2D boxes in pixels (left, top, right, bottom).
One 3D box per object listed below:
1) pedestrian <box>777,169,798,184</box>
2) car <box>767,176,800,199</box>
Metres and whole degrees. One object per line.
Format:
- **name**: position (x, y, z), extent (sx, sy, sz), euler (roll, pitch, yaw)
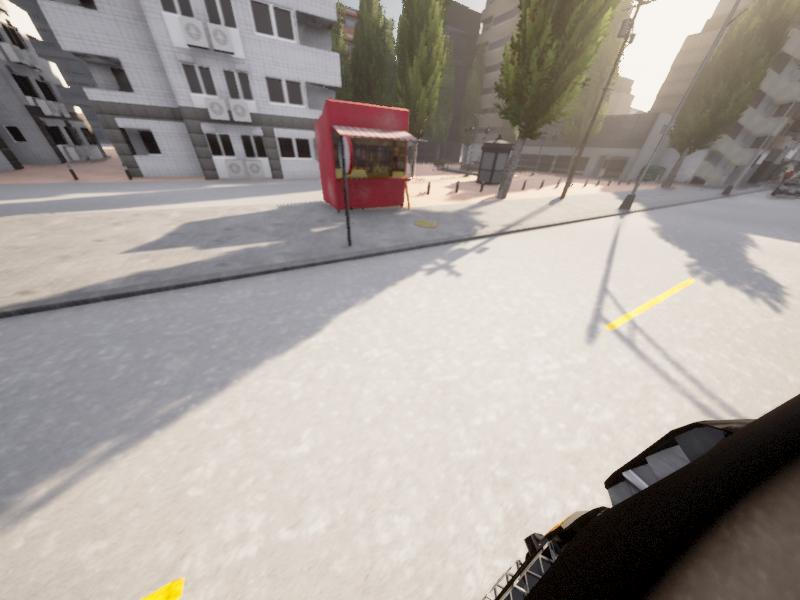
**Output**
- **pedestrian**: position (58.307, -18.585, 34.769), extent (0.751, 1.860, 0.751), euler (-19, 39, -30)
- **car**: position (35.553, -10.056, 20.611), extent (4.514, 1.525, 2.007), euler (-15, 38, -25)
